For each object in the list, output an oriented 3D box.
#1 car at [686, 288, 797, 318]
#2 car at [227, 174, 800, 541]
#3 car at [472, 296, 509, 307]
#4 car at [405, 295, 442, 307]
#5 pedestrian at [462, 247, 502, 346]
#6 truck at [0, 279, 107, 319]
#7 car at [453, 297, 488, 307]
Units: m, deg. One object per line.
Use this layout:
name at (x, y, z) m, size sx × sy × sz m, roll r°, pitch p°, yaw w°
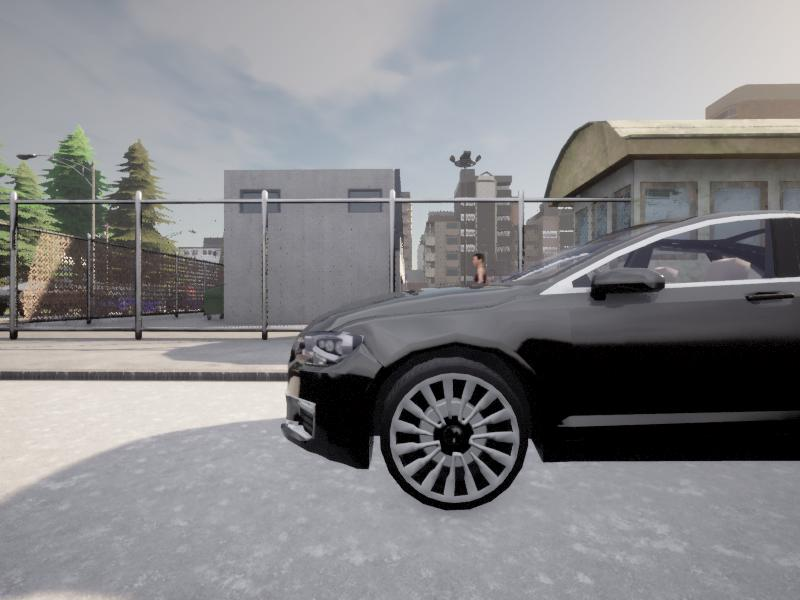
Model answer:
car at (17.629, 0.159, 20.794) m, size 4.193 × 1.474 × 1.816 m, roll 0°, pitch 0°, yaw 1°
car at (1.742, 0.236, 2.706) m, size 4.902 × 1.511 × 2.128 m, roll 0°, pitch 0°, yaw 1°
car at (13.557, 0.180, 60.015) m, size 5.027 × 1.651 × 2.152 m, roll 0°, pitch 0°, yaw 1°
car at (3.273, 0.171, 56.275) m, size 5.238 × 1.638 × 1.930 m, roll 0°, pitch 0°, yaw 2°
pedestrian at (1.631, -0.067, 8.011) m, size 0.751 × 1.860 × 0.751 m, roll 0°, pitch 0°, yaw 11°
truck at (-21.160, -0.058, 24.045) m, size 2.390 × 2.098 × 6.274 m, roll 0°, pitch 0°, yaw 1°
car at (9.808, 0.270, 56.091) m, size 4.674 × 1.442 × 1.812 m, roll 0°, pitch 0°, yaw 1°
